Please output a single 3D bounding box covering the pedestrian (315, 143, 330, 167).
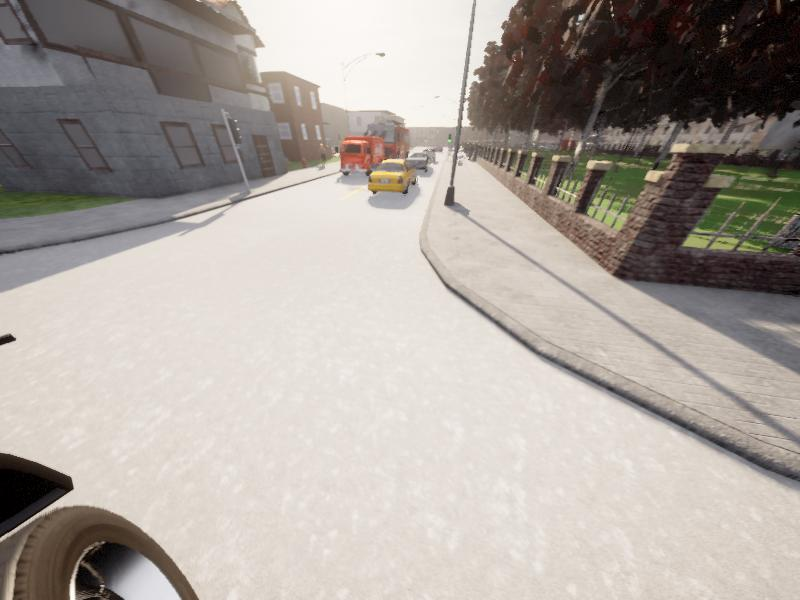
[{"bbox_3d":[-7.062,-13.307,21.211,0.751,1.860,0.751,8,35,10],"label":"pedestrian"}]

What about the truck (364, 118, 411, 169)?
[{"bbox_3d":[-0.977,-16.709,24.725,2.891,3.827,8.468,7,35,9],"label":"truck"}]

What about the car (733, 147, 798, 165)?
[{"bbox_3d":[50.323,-19.970,32.017,1.932,1.855,4.605,7,35,8],"label":"car"}]

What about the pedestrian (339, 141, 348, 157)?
[{"bbox_3d":[-8.517,-22.655,34.656,0.751,1.860,0.751,14,37,18],"label":"pedestrian"}]

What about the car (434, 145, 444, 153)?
[{"bbox_3d":[8.969,-34.743,53.061,1.994,1.385,4.181,7,35,9],"label":"car"}]

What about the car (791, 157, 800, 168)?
[{"bbox_3d":[49.052,-15.905,26.486,1.970,1.475,3.806,7,35,9],"label":"car"}]

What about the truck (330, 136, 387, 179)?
[{"bbox_3d":[-2.868,-11.167,17.890,2.627,2.467,5.204,7,35,8],"label":"truck"}]

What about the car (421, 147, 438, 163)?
[{"bbox_3d":[3.830,-18.724,29.727,1.845,1.501,3.633,6,35,8],"label":"car"}]

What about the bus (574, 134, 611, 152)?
[{"bbox_3d":[59.457,-48.840,71.733,3.944,4.253,10.273,6,35,8],"label":"bus"}]

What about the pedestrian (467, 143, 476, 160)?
[{"bbox_3d":[9.524,-19.864,30.954,0.751,1.860,0.751,6,35,7],"label":"pedestrian"}]

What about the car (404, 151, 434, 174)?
[{"bbox_3d":[1.801,-12.477,20.803,2.033,1.411,5.357,6,35,8],"label":"car"}]

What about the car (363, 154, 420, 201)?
[{"bbox_3d":[-0.188,-6.748,12.340,1.801,1.575,5.366,7,35,9],"label":"car"}]

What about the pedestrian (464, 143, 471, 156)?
[{"bbox_3d":[11.147,-24.811,38.117,0.751,1.860,0.751,6,35,8],"label":"pedestrian"}]

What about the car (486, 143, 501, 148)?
[{"bbox_3d":[36.571,-60.463,90.484,5.008,1.535,1.882,6,35,8],"label":"car"}]

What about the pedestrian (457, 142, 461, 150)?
[{"bbox_3d":[15.782,-41.176,61.799,0.751,1.860,0.751,8,35,10],"label":"pedestrian"}]
